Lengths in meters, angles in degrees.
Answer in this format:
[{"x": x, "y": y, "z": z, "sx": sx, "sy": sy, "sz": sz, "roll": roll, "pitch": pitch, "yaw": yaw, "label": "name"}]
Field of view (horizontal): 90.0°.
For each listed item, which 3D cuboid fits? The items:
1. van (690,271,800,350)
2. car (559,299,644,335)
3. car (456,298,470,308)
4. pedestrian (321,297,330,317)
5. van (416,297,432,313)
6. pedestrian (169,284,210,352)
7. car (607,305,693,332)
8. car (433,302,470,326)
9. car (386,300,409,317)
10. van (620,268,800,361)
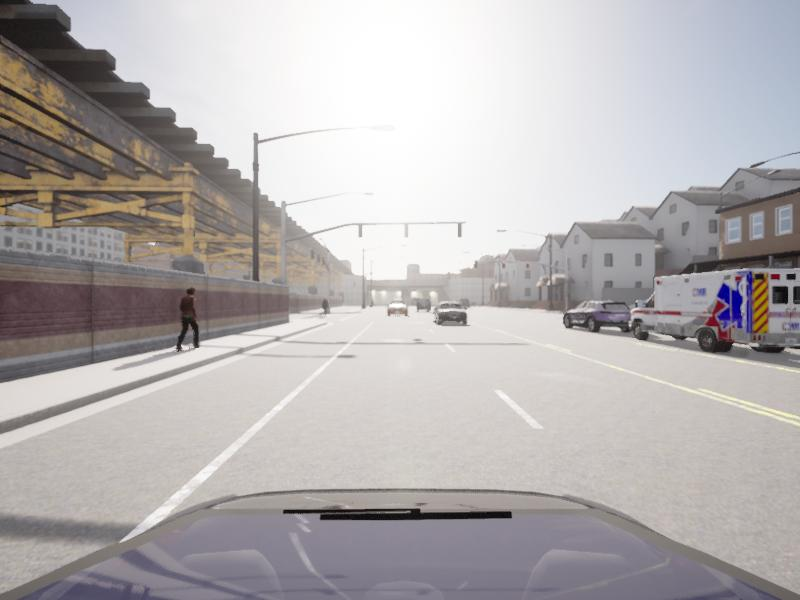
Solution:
[{"x": 13.900, "y": 0.338, "z": 14.811, "sx": 1.988, "sy": 2.561, "sz": 5.915, "roll": 0, "pitch": 0, "yaw": 0, "label": "van"}, {"x": 10.374, "y": 0.799, "z": 21.125, "sx": 2.033, "sy": 1.649, "sz": 4.856, "roll": 0, "pitch": 0, "yaw": 0, "label": "car"}, {"x": 13.505, "y": 0.655, "z": 86.134, "sx": 2.150, "sy": 2.045, "sz": 5.566, "roll": 0, "pitch": 0, "yaw": 0, "label": "car"}, {"x": -7.159, "y": 0.675, "z": 38.522, "sx": 0.751, "sy": 1.860, "sz": 0.751, "roll": 0, "pitch": 0, "yaw": 1, "label": "pedestrian"}, {"x": 3.187, "y": 0.650, "z": 54.062, "sx": 1.775, "sy": 1.987, "sz": 4.442, "roll": 0, "pitch": 0, "yaw": 0, "label": "van"}, {"x": -5.953, "y": 0.497, "z": 11.354, "sx": 0.751, "sy": 1.860, "sz": 0.751, "roll": 0, "pitch": 0, "yaw": 7, "label": "pedestrian"}, {"x": 13.764, "y": 0.966, "z": 22.424, "sx": 1.895, "sy": 1.301, "sz": 4.718, "roll": 0, "pitch": 0, "yaw": 1, "label": "car"}, {"x": 3.341, "y": 0.872, "z": 26.959, "sx": 1.837, "sy": 1.490, "sz": 4.892, "roll": 0, "pitch": 0, "yaw": 0, "label": "car"}, {"x": -0.242, "y": 0.797, "z": 41.539, "sx": 2.242, "sy": 1.667, "sz": 4.611, "roll": 0, "pitch": 0, "yaw": 0, "label": "car"}, {"x": 10.419, "y": 0.392, "z": 13.566, "sx": 2.351, "sy": 2.431, "sz": 6.366, "roll": 0, "pitch": 0, "yaw": 0, "label": "van"}]
